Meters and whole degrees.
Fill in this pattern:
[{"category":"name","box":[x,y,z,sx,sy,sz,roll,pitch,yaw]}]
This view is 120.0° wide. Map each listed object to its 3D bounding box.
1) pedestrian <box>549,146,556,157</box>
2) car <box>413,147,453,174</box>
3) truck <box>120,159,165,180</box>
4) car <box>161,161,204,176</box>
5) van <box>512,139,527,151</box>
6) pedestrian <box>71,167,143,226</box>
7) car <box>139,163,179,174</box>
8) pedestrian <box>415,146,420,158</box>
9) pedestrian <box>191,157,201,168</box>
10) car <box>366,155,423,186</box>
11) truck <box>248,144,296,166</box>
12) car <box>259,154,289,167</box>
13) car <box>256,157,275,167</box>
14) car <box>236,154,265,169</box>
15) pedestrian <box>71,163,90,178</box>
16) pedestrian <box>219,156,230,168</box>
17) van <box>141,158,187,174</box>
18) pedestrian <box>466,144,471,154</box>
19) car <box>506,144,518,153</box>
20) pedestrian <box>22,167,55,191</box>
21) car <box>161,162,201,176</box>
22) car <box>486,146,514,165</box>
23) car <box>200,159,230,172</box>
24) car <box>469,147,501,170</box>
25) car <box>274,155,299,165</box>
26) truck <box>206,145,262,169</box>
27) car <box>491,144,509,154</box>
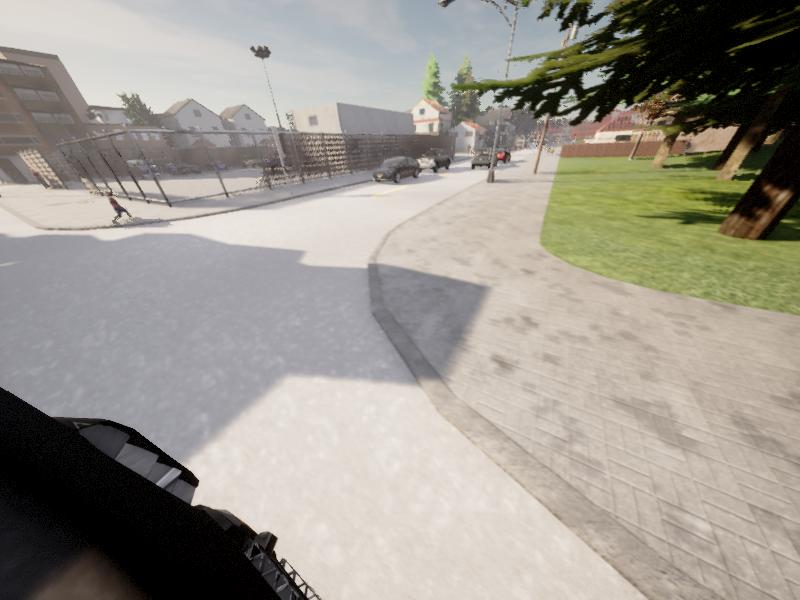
[{"category":"pedestrian","box":[20.086,-19.537,30.390,0.500,1.100,0.500,14,37,24]},{"category":"car","box":[3.157,-13.102,21.592,1.932,1.855,4.605,16,38,26]},{"category":"truck","box":[-32.560,-16.531,29.194,4.478,2.038,2.069,16,38,26]},{"category":"car","box":[-30.167,-18.337,32.145,1.789,1.547,3.705,16,38,26]},{"category":"van","box":[32.637,-42.397,63.047,2.351,2.431,6.366,16,38,26]},{"category":"pedestrian","box":[-10.749,-3.824,8.548,0.751,1.860,0.751,15,38,25]},{"category":"car","box":[-41.740,-22.855,40.081,1.994,1.385,4.181,16,38,26]},{"category":"pedestrian","box":[3.371,-28.375,44.191,0.751,1.860,0.751,15,38,25]},{"category":"pedestrian","box":[-42.692,-28.812,48.390,0.751,1.860,0.751,18,39,28]},{"category":"car","box":[-0.210,-9.669,17.060,1.837,1.490,4.892,16,38,26]},{"category":"truck","box":[-28.405,-32.537,51.719,2.891,3.827,8.468,16,38,26]},{"category":"car","box":[-22.683,-25.137,41.645,4.611,1.667,2.242,16,38,26]},{"category":"car","box":[-23.220,-23.838,39.929,2.207,1.379,1.481,16,38,26]},{"category":"car","box":[-25.061,-23.150,38.664,3.866,1.878,1.905,16,38,26]},{"category":"pedestrian","box":[-49.932,-20.246,36.116,0.751,1.860,0.751,10,36,19]},{"category":"pedestrian","box":[-33.119,-25.990,43.622,0.751,1.860,0.751,-5,34,-3]},{"category":"van","box":[-38.471,-21.972,37.872,2.069,2.038,4.480,16,36,26]},{"category":"pedestrian","box":[14.451,-31.838,48.725,0.751,1.860,0.751,7,35,15]},{"category":"car","box":[26.564,-35.952,54.729,1.816,1.474,4.193,16,38,26]},{"category":"pedestrian","box":[-33.225,-11.172,21.279,0.751,1.860,0.751,16,38,26]},{"category":"car","box":[-30.416,-18.204,32.094,5.357,1.415,2.033,16,38,26]},{"category":"car","box":[11.569,-16.721,26.678,2.007,1.525,4.514,15,38,25]},{"category":"car","box":[-28.425,-20.690,35.548,3.633,1.501,1.845,16,38,26]},{"category":"car","box":[8.182,-13.548,22.119,1.851,1.617,3.988,16,38,26]},{"category":"car","box":[-21.724,-26.844,44.247,4.193,1.474,1.816,16,38,26]},{"category":"truck","box":[-34.937,-30.495,49.162,2.891,3.827,8.468,16,38,26]},{"category":"car","box":[20.711,-31.345,47.828,3.705,1.549,1.789,-31,43,-35]}]
